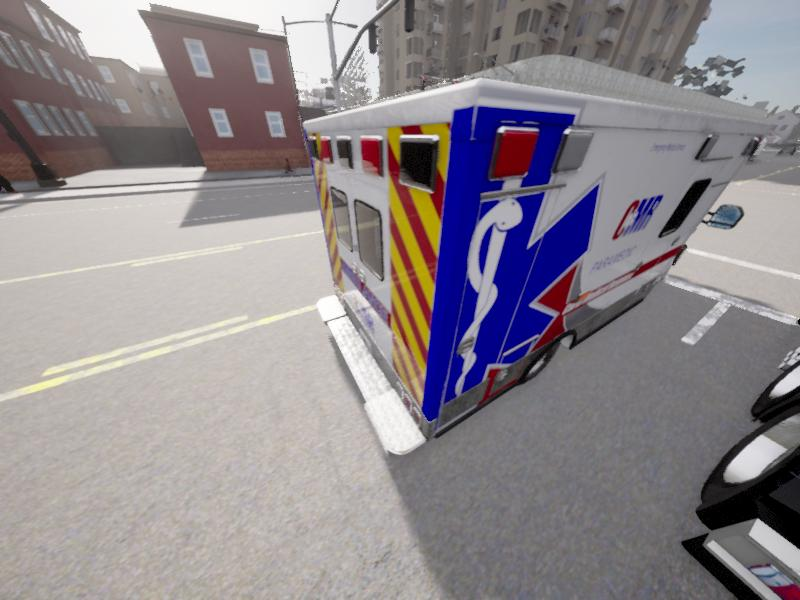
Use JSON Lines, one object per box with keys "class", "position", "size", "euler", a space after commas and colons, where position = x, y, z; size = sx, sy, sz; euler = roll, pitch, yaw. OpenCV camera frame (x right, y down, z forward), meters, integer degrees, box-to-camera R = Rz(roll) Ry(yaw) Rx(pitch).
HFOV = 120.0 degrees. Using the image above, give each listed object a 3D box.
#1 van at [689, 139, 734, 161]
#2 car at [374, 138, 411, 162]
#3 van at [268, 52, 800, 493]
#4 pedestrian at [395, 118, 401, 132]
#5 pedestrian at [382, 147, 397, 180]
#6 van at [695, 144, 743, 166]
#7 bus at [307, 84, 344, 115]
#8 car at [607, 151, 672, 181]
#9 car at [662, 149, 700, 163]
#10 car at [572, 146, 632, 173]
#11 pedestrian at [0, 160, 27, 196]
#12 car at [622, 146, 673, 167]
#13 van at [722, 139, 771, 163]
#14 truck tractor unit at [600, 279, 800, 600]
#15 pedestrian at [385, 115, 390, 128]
{"class": "van", "position": [46.327, -22.387, 34.387], "size": [5.915, 2.561, 1.988], "euler": [-18, 39, -25]}
{"class": "car", "position": [-0.970, -17.371, 26.612], "size": [1.930, 1.638, 5.238], "euler": [-18, 44, -25]}
{"class": "van", "position": [2.137, -0.957, 3.280], "size": [6.366, 2.431, 2.351], "euler": [-18, 39, -24]}
{"class": "pedestrian", "position": [-0.309, -31.389, 41.460], "size": [0.751, 1.860, 0.751], "euler": [-18, 39, -24]}
{"class": "pedestrian", "position": [-0.688, -9.084, 15.400], "size": [0.751, 1.860, 0.751], "euler": [9, 36, 13]}
{"class": "van", "position": [36.728, -16.709, 26.619], "size": [4.442, 1.987, 1.775], "euler": [-18, 39, -24]}
{"class": "bus", "position": [-15.708, -42.044, 48.418], "size": [3.944, 4.253, 10.273], "euler": [-18, 47, -25]}
{"class": "car", "position": [17.897, -10.093, 17.258], "size": [4.856, 1.649, 2.033], "euler": [-24, 41, -31]}
{"class": "car", "position": [36.385, -18.696, 29.924], "size": [4.193, 1.474, 1.816], "euler": [-18, 39, -25]}
{"class": "car", "position": [18.587, -13.073, 21.326], "size": [4.605, 1.855, 1.932], "euler": [-17, 39, -23]}
{"class": "pedestrian", "position": [-17.618, -5.533, 9.880], "size": [0.751, 1.860, 0.751], "euler": [-19, 39, -26]}
{"class": "car", "position": [27.205, -15.826, 25.436], "size": [4.553, 1.767, 2.097], "euler": [-18, 39, -24]}
{"class": "van", "position": [47.299, -20.395, 31.530], "size": [5.915, 2.561, 1.988], "euler": [-18, 39, -25]}
{"class": "truck tractor unit", "position": [5.137, -0.273, 0.744], "size": [6.516, 4.208, 3.053], "euler": [-17, 39, -23]}
{"class": "pedestrian", "position": [-2.299, -33.114, 42.845], "size": [0.751, 1.860, 0.751], "euler": [-18, 39, -25]}
